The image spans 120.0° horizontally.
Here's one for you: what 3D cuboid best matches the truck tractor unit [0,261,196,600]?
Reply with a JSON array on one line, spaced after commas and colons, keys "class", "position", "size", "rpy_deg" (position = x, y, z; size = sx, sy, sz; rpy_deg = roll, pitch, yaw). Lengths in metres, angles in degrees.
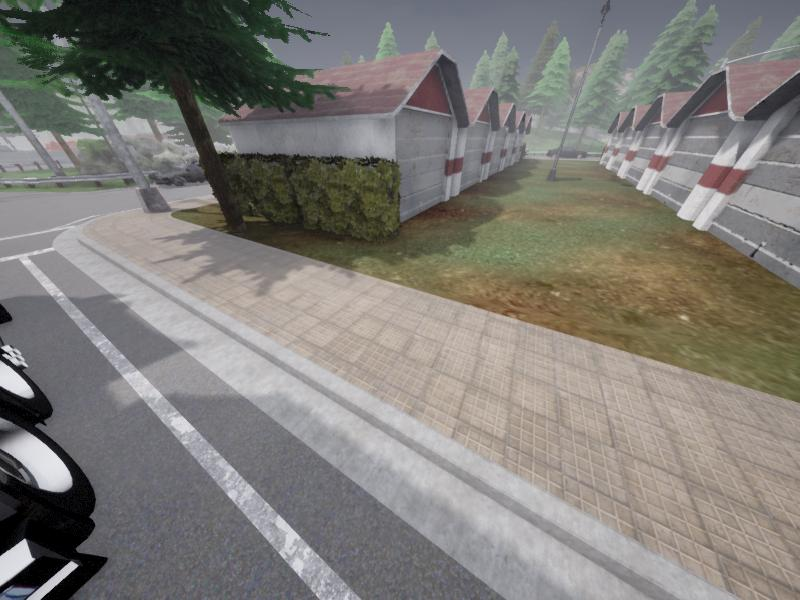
[{"class": "truck tractor unit", "position": [-5.107, -0.305, 0.785], "size": [6.516, 4.208, 3.053], "rpy_deg": [19, 39, 24]}]
